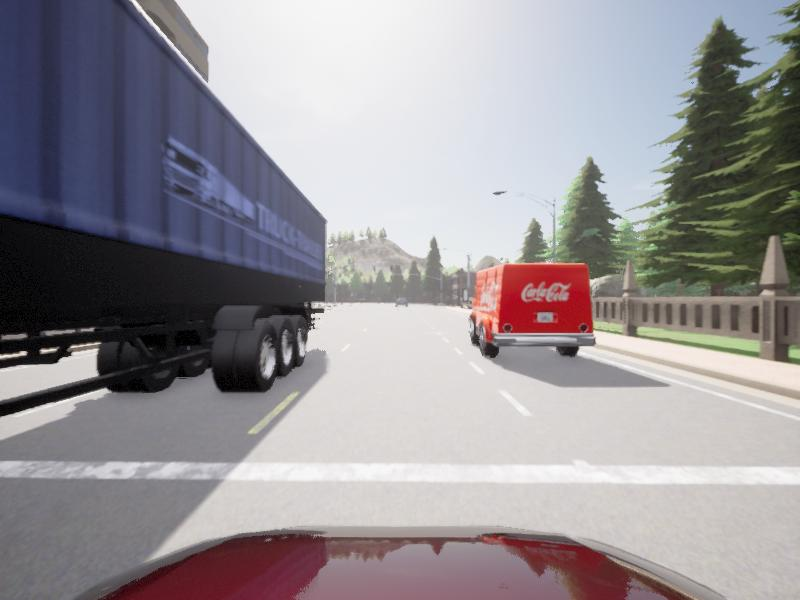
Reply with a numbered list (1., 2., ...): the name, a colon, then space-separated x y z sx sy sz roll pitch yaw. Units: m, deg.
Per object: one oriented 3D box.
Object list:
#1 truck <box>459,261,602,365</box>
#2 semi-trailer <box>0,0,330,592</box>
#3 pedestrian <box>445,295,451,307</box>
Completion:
1. truck: 3.496 0.298 12.142 2.627 2.467 5.204 0 0 0
2. semi-trailer: -3.538 -0.633 5.532 2.717 4.402 14.254 0 0 0
3. pedestrian: 7.180 0.171 60.018 0.751 1.860 0.751 0 0 -13
